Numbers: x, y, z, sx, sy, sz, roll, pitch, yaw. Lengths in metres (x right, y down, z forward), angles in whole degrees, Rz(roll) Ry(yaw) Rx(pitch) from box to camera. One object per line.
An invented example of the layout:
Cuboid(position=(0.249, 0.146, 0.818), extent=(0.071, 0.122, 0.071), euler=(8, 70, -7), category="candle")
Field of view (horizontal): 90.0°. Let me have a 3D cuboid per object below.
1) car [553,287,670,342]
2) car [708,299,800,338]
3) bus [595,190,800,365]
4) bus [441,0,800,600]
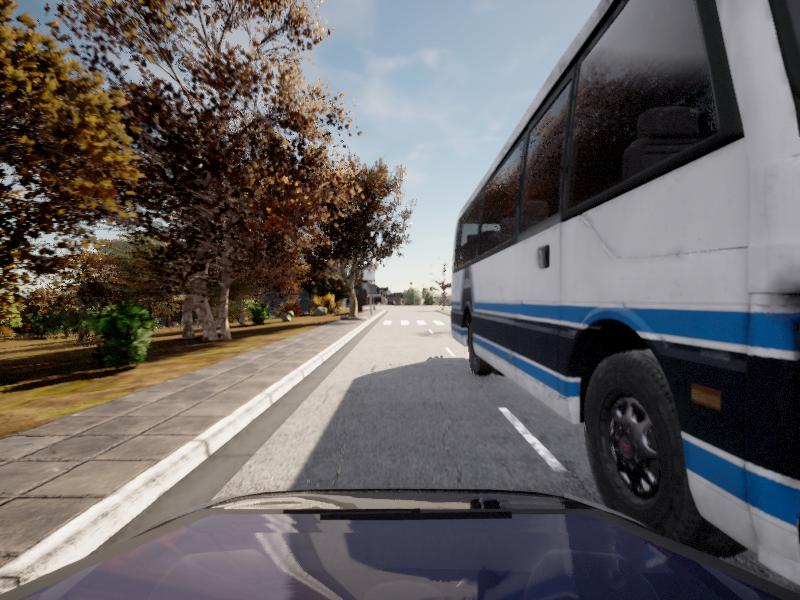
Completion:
Cuboid(position=(8.808, 0.517, 17.438), extent=(2.150, 2.045, 5.566), euler=(0, 0, 0), category="car")
Cuboid(position=(16.715, 0.776, 17.959), extent=(5.366, 1.575, 1.946), euler=(1, 0, -20), category="car")
Cuboid(position=(11.695, -0.573, 14.755), extent=(3.944, 4.253, 10.273), euler=(0, 0, 0), category="bus")
Cuboid(position=(3.122, -0.540, 6.098), extent=(3.944, 4.253, 10.273), euler=(0, 0, 0), category="bus")
